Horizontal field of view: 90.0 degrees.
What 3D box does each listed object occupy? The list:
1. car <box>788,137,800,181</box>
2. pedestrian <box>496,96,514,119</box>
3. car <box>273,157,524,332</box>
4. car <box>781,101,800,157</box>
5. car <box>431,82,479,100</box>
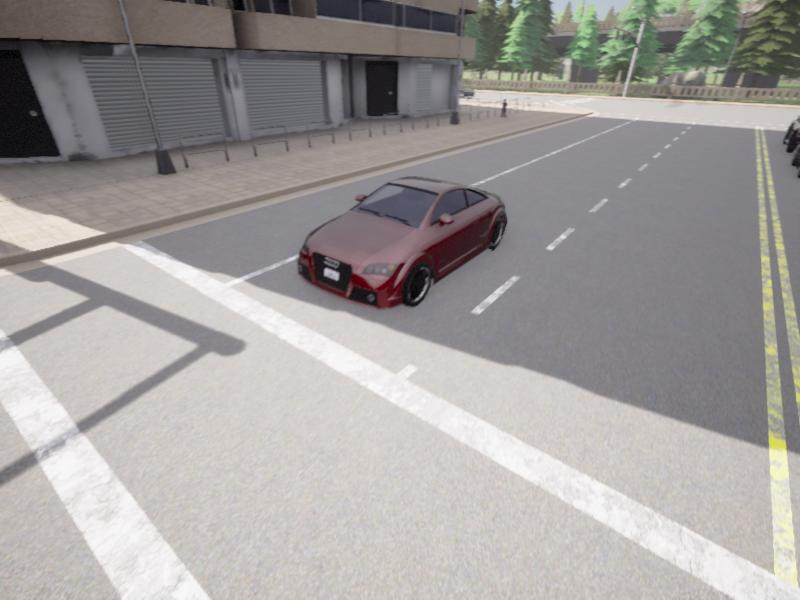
[{"bbox_3d":[14.822,-4.962,13.475,1.970,1.475,3.806,22,36,31],"label":"car"},{"bbox_3d":[6.860,-12.584,26.164,0.751,1.300,0.751,22,36,32],"label":"pedestrian"},{"bbox_3d":[0.252,-1.311,6.941,1.994,1.385,4.181,22,36,31],"label":"car"},{"bbox_3d":[18.493,-7.498,17.519,1.932,1.855,4.605,22,36,31],"label":"car"},{"bbox_3d":[6.103,-23.475,44.860,4.892,1.490,1.837,22,36,32],"label":"car"}]
